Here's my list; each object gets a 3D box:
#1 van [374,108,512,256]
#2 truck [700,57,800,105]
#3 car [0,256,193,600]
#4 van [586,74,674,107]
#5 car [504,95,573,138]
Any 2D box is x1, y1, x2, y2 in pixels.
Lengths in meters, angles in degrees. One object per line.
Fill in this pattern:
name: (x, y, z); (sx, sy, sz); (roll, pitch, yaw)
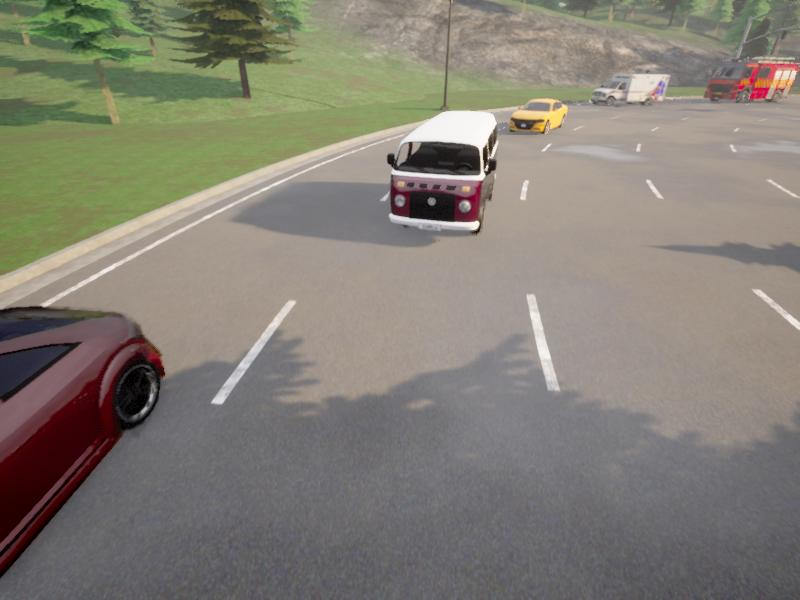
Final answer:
van: (1.182, -2.939, 8.968); (2.069, 2.038, 4.480); (8, 32, 14)
truck: (33.997, -21.199, 38.647); (8.468, 3.827, 2.891); (-11, 32, -19)
car: (-3.522, 1.243, 2.471); (1.994, 1.385, 4.181); (3, 30, 4)
van: (20.201, -18.484, 35.265); (6.366, 2.431, 2.351); (-7, 31, -13)
car: (7.502, -9.934, 21.454); (1.882, 1.535, 5.008); (19, 35, 29)
